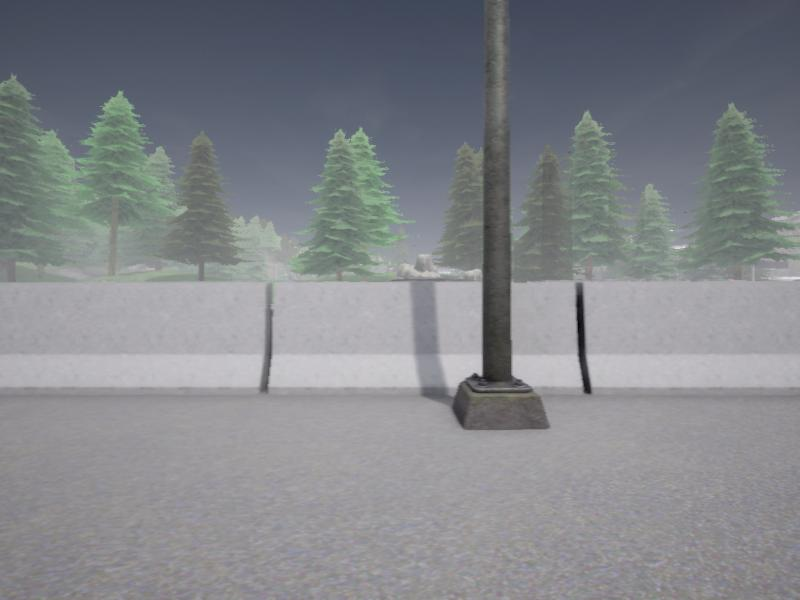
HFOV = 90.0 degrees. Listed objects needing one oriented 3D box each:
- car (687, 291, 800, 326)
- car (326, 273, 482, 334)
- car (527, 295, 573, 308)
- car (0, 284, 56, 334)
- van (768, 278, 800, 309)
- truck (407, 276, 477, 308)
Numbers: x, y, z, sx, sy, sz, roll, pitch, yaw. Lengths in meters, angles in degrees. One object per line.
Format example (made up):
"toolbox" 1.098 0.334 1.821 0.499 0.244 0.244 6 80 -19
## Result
"car" 14.666 0.321 16.198 4.718 1.301 1.895 0 0 0
"car" 0.121 0.095 12.700 4.553 1.767 2.097 0 0 0
"car" 18.625 0.189 49.868 5.008 1.535 1.882 0 0 0
"car" -13.690 0.278 12.700 3.806 1.475 1.970 0 0 0
"van" 34.527 -0.531 33.522 1.988 2.561 5.915 0 0 0
"truck" 5.087 -0.931 49.900 8.468 3.827 2.891 0 0 1
